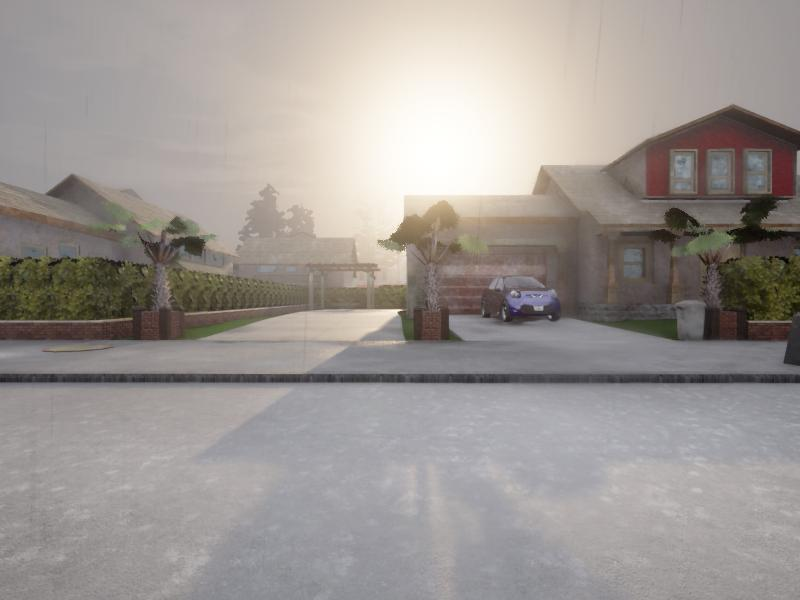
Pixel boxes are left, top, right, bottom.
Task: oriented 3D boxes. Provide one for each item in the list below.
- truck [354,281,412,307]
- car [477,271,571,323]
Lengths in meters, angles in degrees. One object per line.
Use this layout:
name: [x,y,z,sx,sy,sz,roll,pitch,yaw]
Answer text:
truck: [-2.477,-0.921,60.272,8.468,3.827,2.891,0,0,0]
car: [3.891,-0.082,13.247,1.845,1.501,3.633,0,0,-3]
